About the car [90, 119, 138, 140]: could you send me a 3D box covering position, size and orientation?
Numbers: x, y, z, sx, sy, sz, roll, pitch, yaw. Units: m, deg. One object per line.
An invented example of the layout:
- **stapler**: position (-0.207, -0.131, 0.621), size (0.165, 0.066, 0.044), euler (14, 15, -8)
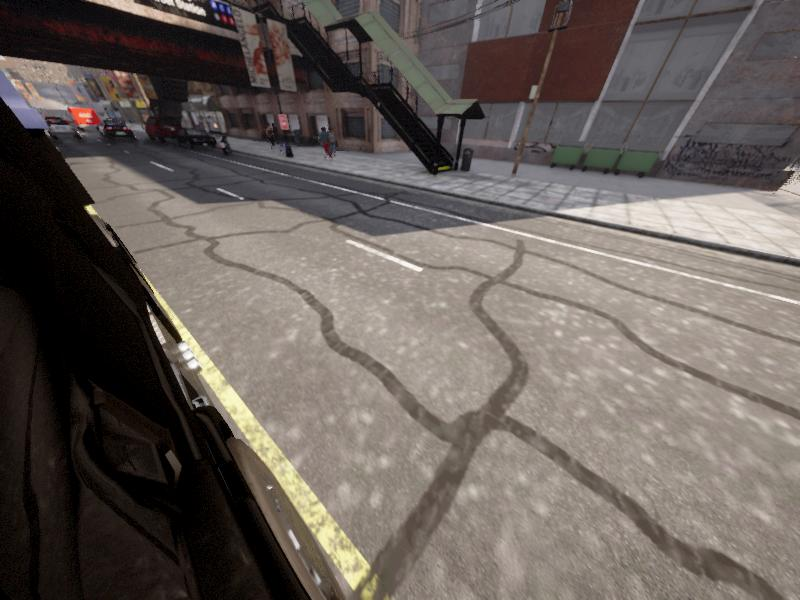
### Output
- **car**: position (-29.420, -17.538, 23.774), size (4.974, 1.542, 2.038), euler (26, 43, 29)

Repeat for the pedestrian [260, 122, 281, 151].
- **pedestrian**: position (-10.374, -13.118, 18.580), size (0.751, 1.860, 0.751), euler (30, 44, 31)

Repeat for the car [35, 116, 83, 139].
- **car**: position (-32.770, -16.576, 22.219), size (3.988, 1.617, 1.851), euler (27, 43, 28)

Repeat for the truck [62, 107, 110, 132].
- **truck**: position (-43.254, -24.834, 31.797), size (5.204, 2.467, 2.627), euler (27, 43, 28)

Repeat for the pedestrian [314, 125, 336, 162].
- **pedestrian**: position (-4.725, -9.939, 14.721), size (0.751, 1.860, 0.751), euler (24, 42, 26)

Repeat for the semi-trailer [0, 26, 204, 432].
- **semi-trailer**: position (-8.827, -3.523, 4.083), size (14.254, 4.402, 2.717), euler (27, 43, 28)

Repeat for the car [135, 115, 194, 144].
- **car**: position (-23.838, -17.281, 23.381), size (5.566, 2.045, 2.435), euler (26, 43, 28)

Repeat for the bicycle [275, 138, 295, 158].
- **bicycle**: position (-7.945, -10.463, 15.923), size (1.643, 1.024, 0.373), euler (26, 33, 28)

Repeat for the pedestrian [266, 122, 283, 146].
- **pedestrian**: position (-12.272, -16.288, 22.671), size (0.751, 1.860, 0.751), euler (26, 43, 28)

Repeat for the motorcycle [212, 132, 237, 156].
- **motorcycle**: position (-12.857, -11.488, 16.989), size (0.764, 1.277, 2.356), euler (-12, 39, -19)

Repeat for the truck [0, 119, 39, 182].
- **truck**: position (-17.268, -6.245, 9.122), size (6.274, 2.098, 2.390), euler (26, 43, 28)

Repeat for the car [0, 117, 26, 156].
- **car**: position (-24.406, -9.697, 13.589), size (5.238, 1.638, 1.930), euler (27, 43, 29)

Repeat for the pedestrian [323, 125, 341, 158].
- **pedestrian**: position (-4.844, -11.281, 16.498), size (0.751, 1.860, 0.751), euler (-29, 47, -35)

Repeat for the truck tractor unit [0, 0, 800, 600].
- **truck tractor unit**: position (-2.645, -0.295, 0.351), size (6.516, 4.208, 3.053), euler (28, 44, 30)

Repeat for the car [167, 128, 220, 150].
- **car**: position (-17.994, -14.094, 20.135), size (4.718, 1.301, 1.895), euler (26, 43, 28)
